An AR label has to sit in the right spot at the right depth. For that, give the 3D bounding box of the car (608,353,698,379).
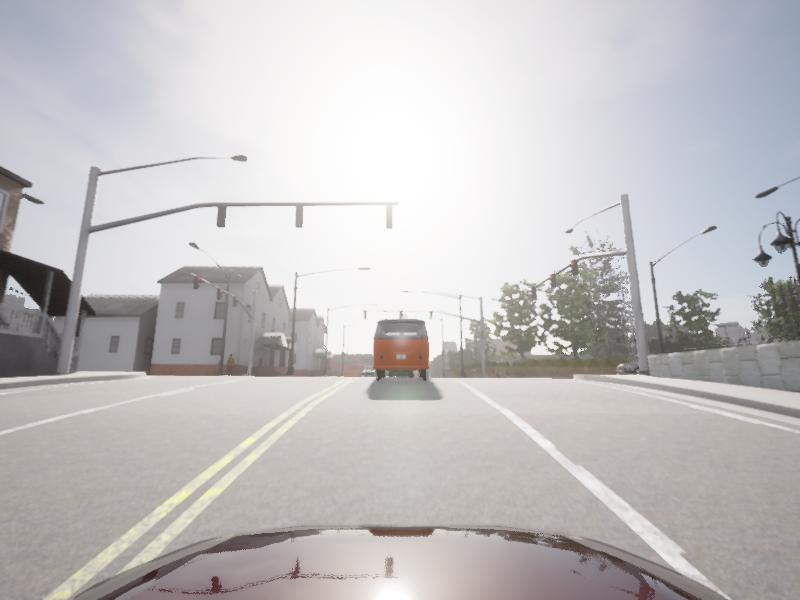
[{"bbox_3d":[17.358,4.579,27.647,4.611,1.667,2.242,0,-11,1],"label":"car"}]

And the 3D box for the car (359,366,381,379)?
[{"bbox_3d":[-3.392,8.407,46.304,2.033,1.411,5.357,0,-11,0],"label":"car"}]

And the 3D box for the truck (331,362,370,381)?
[{"bbox_3d":[-11.351,16.424,92.147,8.468,3.827,2.891,-2,-11,-1],"label":"truck"}]

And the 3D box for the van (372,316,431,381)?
[{"bbox_3d":[0.065,1.839,14.441,1.775,1.987,4.442,0,-9,1],"label":"van"}]

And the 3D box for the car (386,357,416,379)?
[{"bbox_3d":[0.076,5.450,31.742,2.128,1.511,4.902,0,-12,0],"label":"car"}]

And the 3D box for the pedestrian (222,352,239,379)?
[{"bbox_3d":[-11.863,4.578,28.000,0.751,1.860,0.751,1,-11,-7],"label":"pedestrian"}]

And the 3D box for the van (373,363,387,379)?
[{"bbox_3d":[-3.342,12.181,68.416,1.988,2.561,5.915,0,-11,0],"label":"van"}]
